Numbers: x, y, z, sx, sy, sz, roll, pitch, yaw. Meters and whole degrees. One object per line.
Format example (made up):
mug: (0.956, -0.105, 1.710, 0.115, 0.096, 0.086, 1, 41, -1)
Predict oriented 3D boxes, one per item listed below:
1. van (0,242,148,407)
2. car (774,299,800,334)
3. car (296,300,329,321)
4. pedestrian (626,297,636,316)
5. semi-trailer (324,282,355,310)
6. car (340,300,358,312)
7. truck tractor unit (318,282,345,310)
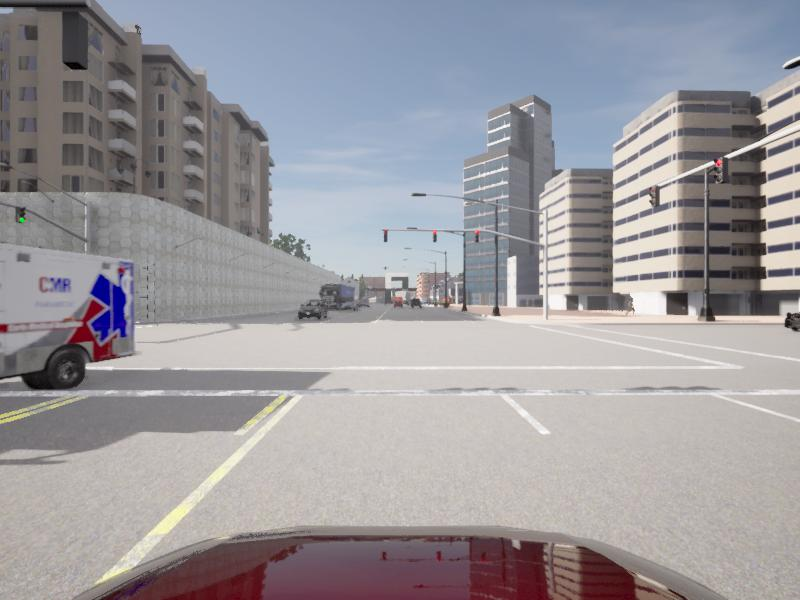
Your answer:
van: (-7.098, 0.378, 5.826, 2.351, 2.431, 6.366, -1, 0, 6)
car: (21.239, 0.771, 18.982, 5.238, 1.638, 1.930, 0, 0, 0)
car: (-7.138, 0.788, 33.005, 1.851, 1.617, 3.988, 0, 0, 0)
pedestrian: (23.533, 0.661, 40.739, 0.751, 1.860, 0.751, 0, 0, 16)
semi-trailer: (-10.448, -0.618, 70.927, 2.717, 4.402, 14.254, 0, 0, 2)
car: (-7.264, 0.822, 57.330, 2.038, 1.542, 4.974, 0, 0, 0)
truck tractor unit: (-10.705, -0.523, 63.018, 3.053, 4.208, 6.516, 0, 0, 1)
